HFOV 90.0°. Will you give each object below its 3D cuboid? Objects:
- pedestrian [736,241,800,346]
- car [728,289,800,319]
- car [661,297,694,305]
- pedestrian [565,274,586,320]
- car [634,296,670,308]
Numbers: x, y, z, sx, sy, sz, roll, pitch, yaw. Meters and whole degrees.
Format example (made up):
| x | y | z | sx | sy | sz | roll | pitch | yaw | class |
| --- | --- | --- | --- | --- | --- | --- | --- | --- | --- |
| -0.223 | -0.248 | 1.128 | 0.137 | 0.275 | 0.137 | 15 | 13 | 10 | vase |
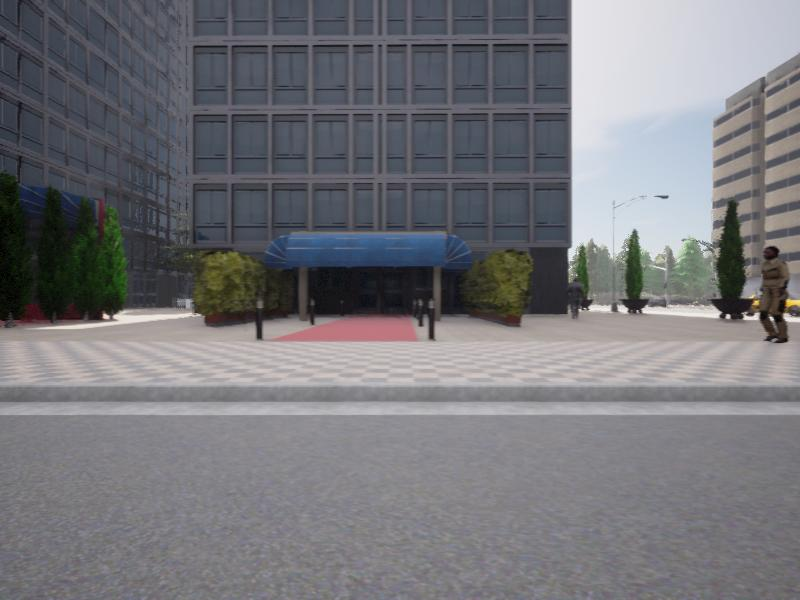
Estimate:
| x | y | z | sx | sy | sz | roll | pitch | yaw | class |
| --- | --- | --- | --- | --- | --- | --- | --- | --- | --- |
| 7.016 | -0.114 | 7.530 | 0.751 | 1.860 | 0.751 | 0 | 0 | -2 | pedestrian |
| 21.410 | 0.204 | 22.363 | 1.801 | 1.575 | 5.366 | 0 | 0 | 1 | car |
| 51.722 | 0.190 | 74.675 | 4.892 | 1.490 | 1.837 | 0 | 0 | 1 | car |
| 7.363 | -0.123 | 16.798 | 0.751 | 1.860 | 0.751 | 0 | 0 | 29 | pedestrian |
| 32.189 | 0.273 | 51.325 | 1.812 | 1.442 | 4.674 | 0 | 0 | 2 | car |
